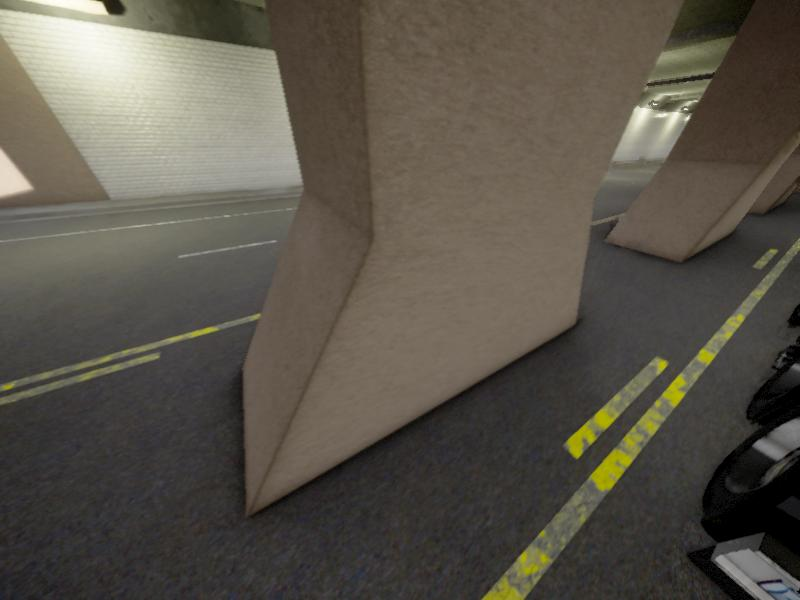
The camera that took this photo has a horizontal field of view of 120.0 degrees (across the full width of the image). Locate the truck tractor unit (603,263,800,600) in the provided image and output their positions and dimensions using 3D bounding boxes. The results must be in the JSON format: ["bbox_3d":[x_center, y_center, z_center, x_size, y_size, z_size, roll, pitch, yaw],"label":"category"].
[{"bbox_3d":[5.107,-0.304,0.792,6.516,4.208,3.053,-18,39,-24],"label":"truck tractor unit"}]
